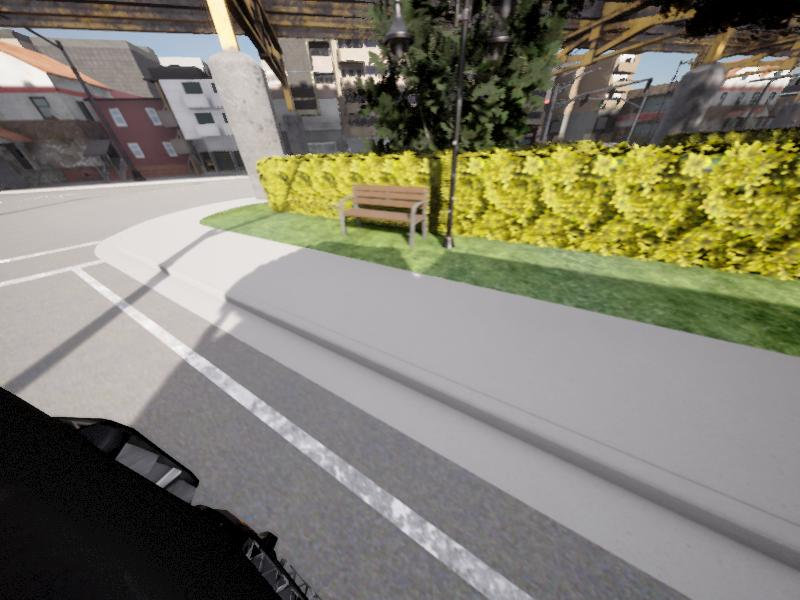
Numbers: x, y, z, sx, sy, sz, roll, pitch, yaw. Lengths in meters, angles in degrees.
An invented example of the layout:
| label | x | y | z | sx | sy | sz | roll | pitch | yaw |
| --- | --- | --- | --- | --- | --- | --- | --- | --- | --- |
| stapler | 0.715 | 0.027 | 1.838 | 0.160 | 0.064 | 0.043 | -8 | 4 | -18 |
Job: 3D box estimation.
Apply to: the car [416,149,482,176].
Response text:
| label | x | y | z | sx | sy | sz | roll | pitch | yaw |
| --- | --- | --- | --- | --- | --- | --- | --- | --- | --- |
| car | 4.255 | -12.198 | 20.414 | 5.238 | 1.638 | 1.930 | -10 | 34 | -11 |

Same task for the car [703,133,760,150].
| label | x | y | z | sx | sy | sz | roll | pitch | yaw |
| --- | --- | --- | --- | --- | --- | --- | --- | --- | --- |
| car | 44.812 | -21.426 | 31.285 | 5.238 | 1.638 | 1.930 | -10 | 34 | -11 |

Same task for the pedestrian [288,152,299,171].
| label | x | y | z | sx | sy | sz | roll | pitch | yaw |
| --- | --- | --- | --- | --- | --- | --- | --- | --- | --- |
| pedestrian | -12.862 | -16.716 | 27.929 | 0.751 | 1.860 | 0.751 | -13 | 35 | -15 |

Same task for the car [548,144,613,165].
| label | x | y | z | sx | sy | sz | roll | pitch | yaw |
| --- | --- | --- | --- | --- | --- | --- | --- | --- | --- |
| car | 17.910 | -14.583 | 23.092 | 4.974 | 1.542 | 2.038 | -10 | 34 | -11 |

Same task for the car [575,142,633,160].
| label | x | y | z | sx | sy | sz | roll | pitch | yaw |
| --- | --- | --- | --- | --- | --- | --- | --- | --- | --- |
| car | 23.843 | -17.568 | 27.177 | 4.792 | 1.488 | 2.163 | -7 | 34 | -6 |

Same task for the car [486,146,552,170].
| label | x | y | z | sx | sy | sz | roll | pitch | yaw |
| --- | --- | --- | --- | --- | --- | --- | --- | --- | --- |
| car | 11.057 | -13.388 | 21.718 | 5.027 | 1.651 | 2.152 | -10 | 34 | -11 |
